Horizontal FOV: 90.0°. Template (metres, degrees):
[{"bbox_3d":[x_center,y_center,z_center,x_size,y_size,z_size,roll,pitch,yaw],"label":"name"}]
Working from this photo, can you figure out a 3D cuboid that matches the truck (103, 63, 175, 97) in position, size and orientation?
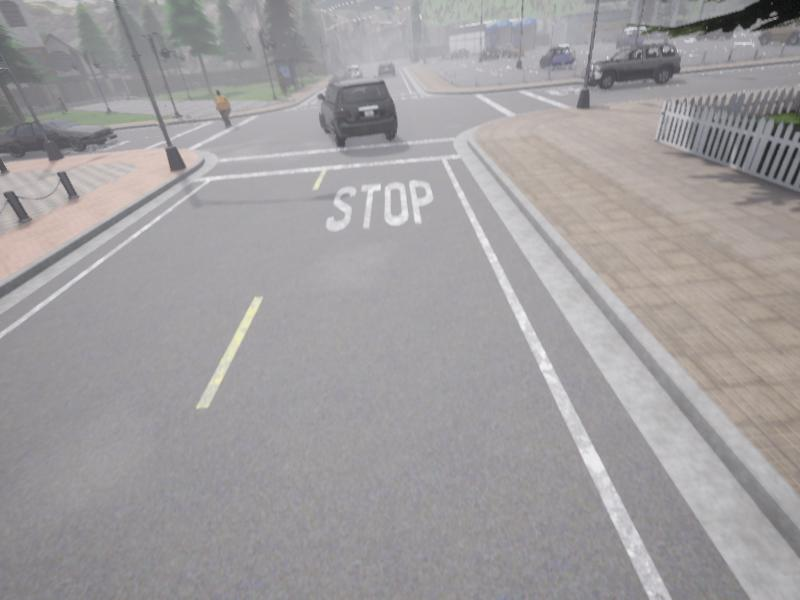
[{"bbox_3d":[-41.580,-35.322,64.159,8.468,3.827,2.891,-15,34,-14],"label":"truck"}]

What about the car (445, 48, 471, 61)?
[{"bbox_3d":[9.899,-42.219,68.805,4.193,1.474,1.816,-4,32,2],"label":"car"}]

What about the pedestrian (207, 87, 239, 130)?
[{"bbox_3d":[-9.010,-9.747,20.403,0.751,1.860,0.751,-4,32,2],"label":"pedestrian"}]

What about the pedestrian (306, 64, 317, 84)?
[{"bbox_3d":[-9.727,-24.707,43.781,0.751,1.860,0.751,-13,33,-11],"label":"pedestrian"}]

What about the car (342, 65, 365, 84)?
[{"bbox_3d":[-4.944,-24.257,42.983,1.970,1.475,3.806,-5,32,1],"label":"car"}]

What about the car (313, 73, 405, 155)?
[{"bbox_3d":[-1.732,-7.259,15.165,2.150,2.045,5.566,-13,33,-11],"label":"car"}]

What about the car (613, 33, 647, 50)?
[{"bbox_3d":[27.349,-30.850,47.728,1.845,1.501,3.633,-5,32,2],"label":"car"}]

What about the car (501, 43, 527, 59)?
[{"bbox_3d":[15.437,-33.983,54.620,2.152,1.636,5.027,-5,32,2],"label":"car"}]

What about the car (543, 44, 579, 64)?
[{"bbox_3d":[15.572,-23.933,38.891,1.970,1.475,3.806,-5,32,2],"label":"car"}]

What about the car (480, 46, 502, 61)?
[{"bbox_3d":[12.314,-33.692,54.688,2.007,1.523,4.514,-5,32,2],"label":"car"}]

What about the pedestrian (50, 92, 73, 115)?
[{"bbox_3d":[-31.849,-18.513,37.644,0.751,1.860,0.751,16,39,31],"label":"pedestrian"}]

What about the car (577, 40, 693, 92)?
[{"bbox_3d":[12.102,-12.289,20.973,4.605,1.855,1.932,-5,32,2],"label":"car"}]

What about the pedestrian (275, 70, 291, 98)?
[{"bbox_3d":[-9.416,-17.438,32.297,0.751,1.860,0.751,-7,32,-1],"label":"pedestrian"}]

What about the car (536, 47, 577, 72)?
[{"bbox_3d":[12.712,-19.726,32.720,1.845,1.501,3.633,-5,32,2],"label":"car"}]

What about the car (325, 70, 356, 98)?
[{"bbox_3d":[-4.611,-17.008,31.454,1.789,1.549,3.705,-5,32,2],"label":"car"}]

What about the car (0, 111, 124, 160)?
[{"bbox_3d":[-16.695,-7.853,19.146,5.357,1.411,2.033,-5,32,2],"label":"car"}]

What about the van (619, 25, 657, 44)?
[{"bbox_3d":[38.339,-42.812,64.585,4.480,2.038,2.069,-4,32,2],"label":"van"}]

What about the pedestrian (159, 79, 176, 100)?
[{"bbox_3d":[-24.504,-22.136,42.144,0.751,1.860,0.751,-29,39,-31],"label":"pedestrian"}]

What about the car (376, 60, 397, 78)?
[{"bbox_3d":[-1.591,-27.459,47.468,2.163,1.488,4.792,-5,32,1],"label":"car"}]

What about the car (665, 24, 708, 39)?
[{"bbox_3d":[46.063,-43.232,64.399,4.974,1.542,2.038,-4,32,2],"label":"car"}]
